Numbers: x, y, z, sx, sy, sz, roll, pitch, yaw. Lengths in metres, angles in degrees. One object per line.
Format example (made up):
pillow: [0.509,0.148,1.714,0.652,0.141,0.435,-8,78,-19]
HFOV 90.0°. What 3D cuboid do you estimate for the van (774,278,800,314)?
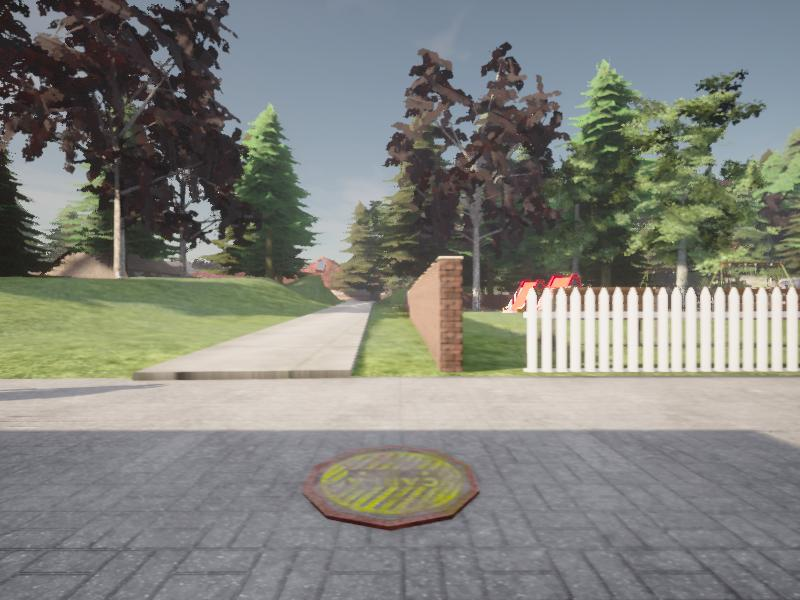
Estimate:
van: [29.297,-0.312,27.314,1.988,2.561,5.915,0,0,0]

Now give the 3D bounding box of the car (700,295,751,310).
car: [33.196,0.214,40.998,1.816,1.474,4.193,0,0,0]

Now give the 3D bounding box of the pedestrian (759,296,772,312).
pedestrian: [25.248,0.283,27.638,0.500,1.100,0.500,0,0,16]

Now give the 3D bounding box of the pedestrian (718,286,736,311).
pedestrian: [24.197,-0.096,29.639,0.751,1.860,0.751,0,0,5]

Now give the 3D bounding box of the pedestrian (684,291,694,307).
pedestrian: [35.653,-0.110,49.328,0.751,1.860,0.751,0,0,-26]
